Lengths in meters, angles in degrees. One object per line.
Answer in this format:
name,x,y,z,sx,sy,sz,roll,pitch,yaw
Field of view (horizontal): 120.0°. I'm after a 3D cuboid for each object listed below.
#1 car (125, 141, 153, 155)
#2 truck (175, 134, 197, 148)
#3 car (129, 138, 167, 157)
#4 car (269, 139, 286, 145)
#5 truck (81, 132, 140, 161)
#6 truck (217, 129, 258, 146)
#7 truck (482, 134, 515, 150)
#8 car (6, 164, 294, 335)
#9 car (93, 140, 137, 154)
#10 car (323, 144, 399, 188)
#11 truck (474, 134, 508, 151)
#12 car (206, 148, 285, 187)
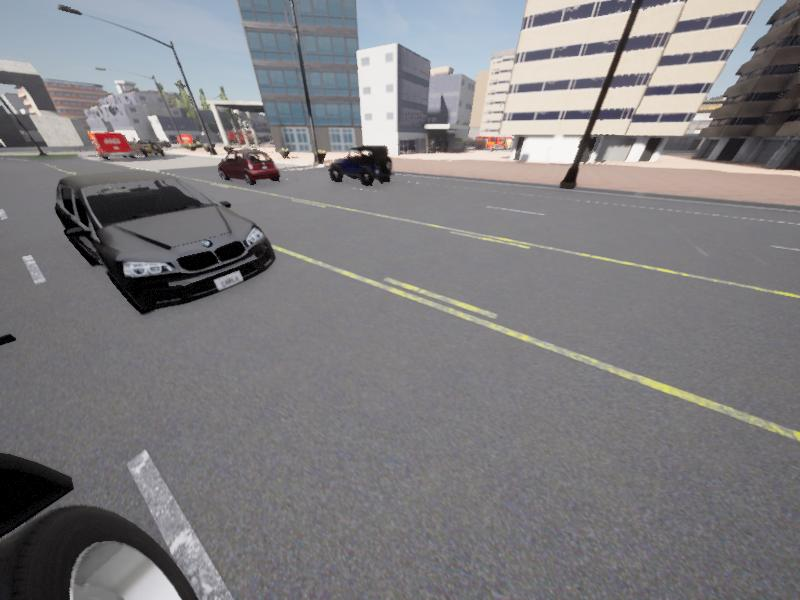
car,-36.989,-21.580,32.749,3.705,1.549,1.789,27,43,32
truck,-47.882,-35.589,51.696,2.627,2.467,5.204,-26,43,-32
car,-32.054,-19.376,29.386,4.605,1.855,1.932,22,41,30
car,-38.559,-49.739,72.687,1.851,1.617,3.988,20,40,25
truck,-32.250,-17.171,25.755,5.204,2.467,2.627,23,41,29
truck,-46.752,-47.020,66.741,2.891,3.827,8.468,23,41,29
truck,30.802,-49.776,72.823,8.468,3.827,2.891,20,40,24
car,-4.697,-1.463,4.482,4.611,1.667,2.242,21,40,26
car,-45.084,-24.372,36.778,2.152,1.651,5.027,-12,37,-17
car,-2.222,-7.824,13.340,3.866,1.878,1.905,21,40,26
truck,26.702,-46.512,68.136,8.468,3.827,2.891,20,40,24
car,-9.028,-7.877,13.585,3.988,1.617,1.851,21,40,26
